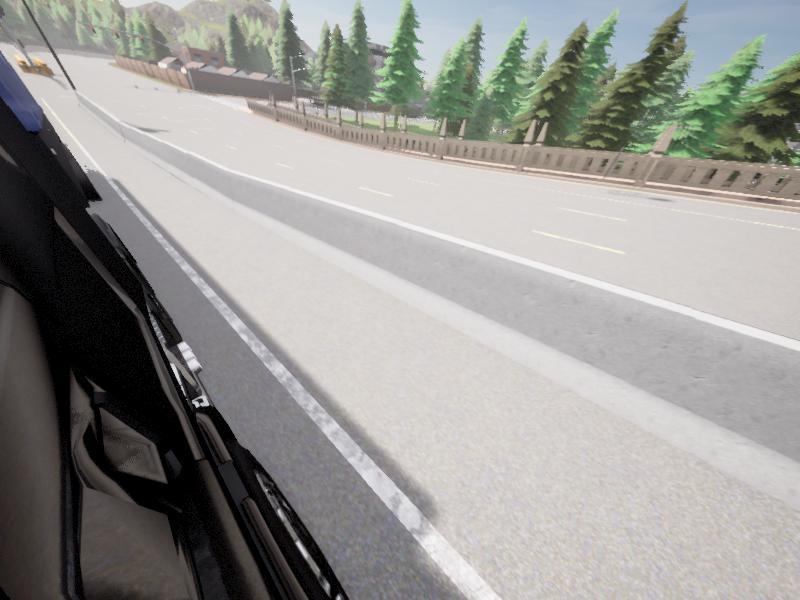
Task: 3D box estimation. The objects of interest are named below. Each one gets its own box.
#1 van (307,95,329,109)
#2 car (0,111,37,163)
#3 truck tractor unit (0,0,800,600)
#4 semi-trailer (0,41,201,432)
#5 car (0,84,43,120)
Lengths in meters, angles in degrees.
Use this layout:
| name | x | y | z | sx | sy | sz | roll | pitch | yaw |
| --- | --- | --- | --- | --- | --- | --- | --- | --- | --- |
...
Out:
| name | x | y | z | sx | sy | sz | roll | pitch | yaw |
| --- | --- | --- | --- | --- | --- | --- | --- | --- | --- |
| van | -19.931 | -47.998 | 56.081 | 2.069 | 2.038 | 4.480 | 35 | 47 | 26 |
| car | -18.038 | -7.002 | 9.775 | 1.994 | 1.385 | 4.181 | -25 | 49 | -33 |
| truck tractor unit | -2.645 | -0.295 | 0.351 | 6.516 | 4.208 | 3.053 | 28 | 44 | 30 |
| semi-trailer | -8.669 | -3.672 | 4.183 | 14.254 | 4.402 | 2.717 | 29 | 44 | 29 |
| car | -27.566 | -14.019 | 16.264 | 3.806 | 1.475 | 1.970 | 34 | 46 | 25 |
